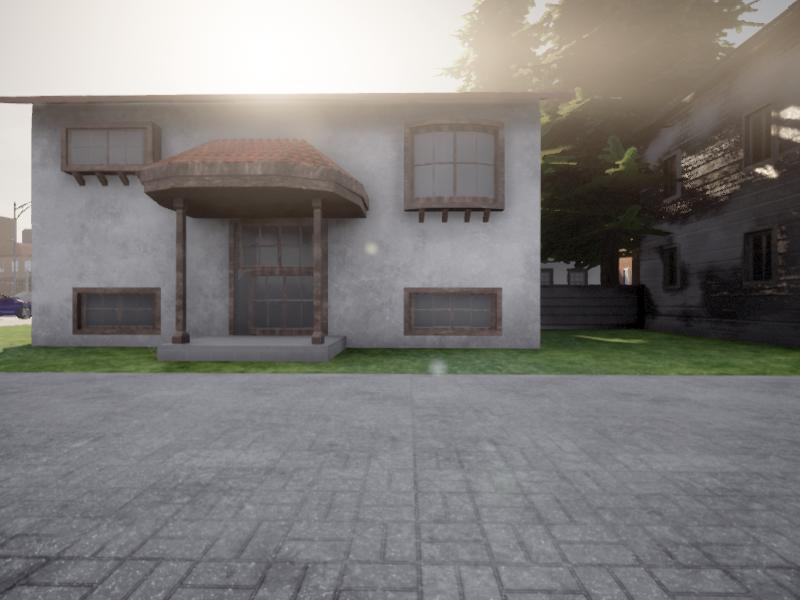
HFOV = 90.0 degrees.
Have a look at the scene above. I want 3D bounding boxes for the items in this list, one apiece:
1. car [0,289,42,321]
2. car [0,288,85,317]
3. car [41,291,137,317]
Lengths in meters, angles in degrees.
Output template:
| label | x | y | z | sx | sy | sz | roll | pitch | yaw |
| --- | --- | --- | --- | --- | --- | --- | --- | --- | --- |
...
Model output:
| label | x | y | z | sx | sy | sz | roll | pitch | yaw |
| --- | --- | --- | --- | --- | --- | --- | --- | --- | --- |
| car | -19.217 | 0.239 | 18.345 | 1.816 | 1.474 | 4.193 | 0 | 0 | 1 |
| car | -23.021 | 0.160 | 25.419 | 2.033 | 1.649 | 4.856 | 0 | 0 | 2 |
| car | -19.063 | 0.236 | 24.882 | 2.163 | 1.488 | 4.792 | 0 | 0 | 1 |
